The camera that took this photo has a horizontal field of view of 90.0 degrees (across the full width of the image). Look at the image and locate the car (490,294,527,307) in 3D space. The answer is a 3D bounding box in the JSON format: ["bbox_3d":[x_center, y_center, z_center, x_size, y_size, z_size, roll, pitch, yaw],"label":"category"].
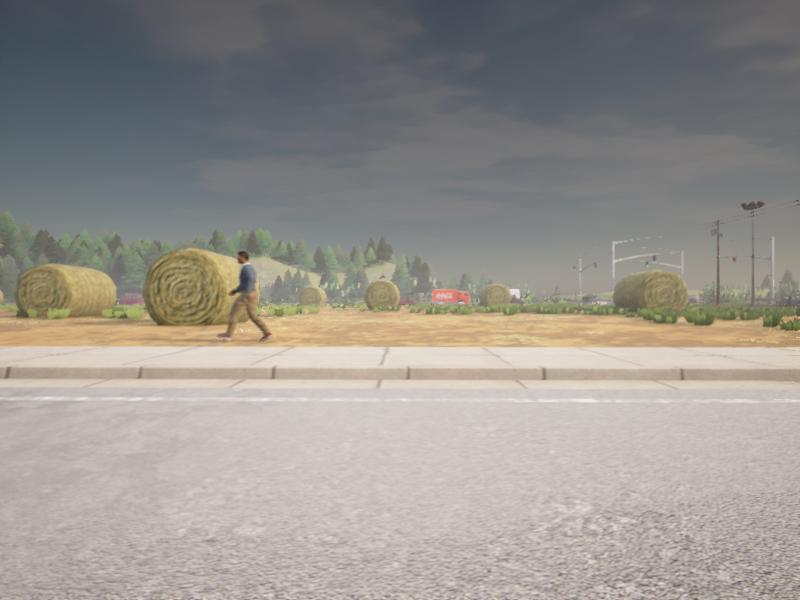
[{"bbox_3d":[14.857,0.084,55.067,4.553,1.767,2.097,0,0,5],"label":"car"}]

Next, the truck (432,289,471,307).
[{"bbox_3d":[7.076,-0.255,55.704,5.204,2.467,2.627,0,0,5],"label":"truck"}]

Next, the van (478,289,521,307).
[{"bbox_3d":[14.486,-0.289,58.648,5.915,2.561,1.988,0,0,4],"label":"van"}]

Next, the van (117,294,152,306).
[{"bbox_3d":[-41.929,0.002,63.222,4.442,1.987,1.775,0,0,5],"label":"van"}]

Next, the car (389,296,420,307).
[{"bbox_3d":[0.652,0.247,56.230,4.193,1.474,1.816,0,0,5],"label":"car"}]

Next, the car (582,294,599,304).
[{"bbox_3d":[34.448,-0.193,72.404,1.789,1.549,3.705,0,3,7],"label":"car"}]

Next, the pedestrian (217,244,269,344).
[{"bbox_3d":[-3.038,-0.114,7.803,0.751,1.860,0.751,0,0,-4],"label":"pedestrian"}]
